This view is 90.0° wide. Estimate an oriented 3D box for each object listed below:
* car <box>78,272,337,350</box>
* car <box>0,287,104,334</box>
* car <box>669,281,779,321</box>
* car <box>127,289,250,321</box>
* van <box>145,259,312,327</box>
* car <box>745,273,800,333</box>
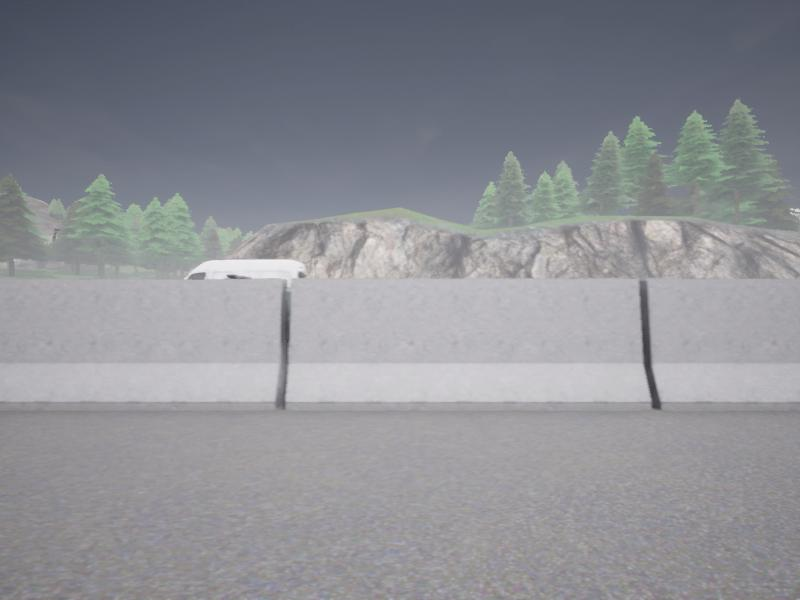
[{"bbox_3d":[-4.098,0.223,9.201,4.974,1.542,2.038,-1,0,0],"label":"car"},{"bbox_3d":[-12.240,0.311,12.701,4.181,1.385,1.994,0,0,0],"label":"car"},{"bbox_3d":[15.824,0.040,19.702,3.866,1.878,1.905,0,0,0],"label":"car"},{"bbox_3d":[-10.262,0.240,19.699,4.902,1.511,2.128,0,0,0],"label":"car"},{"bbox_3d":[-6.745,-0.276,16.205,5.915,2.561,1.988,0,0,0],"label":"van"},{"bbox_3d":[14.152,0.091,12.701,4.553,1.767,2.097,0,0,0],"label":"car"}]
